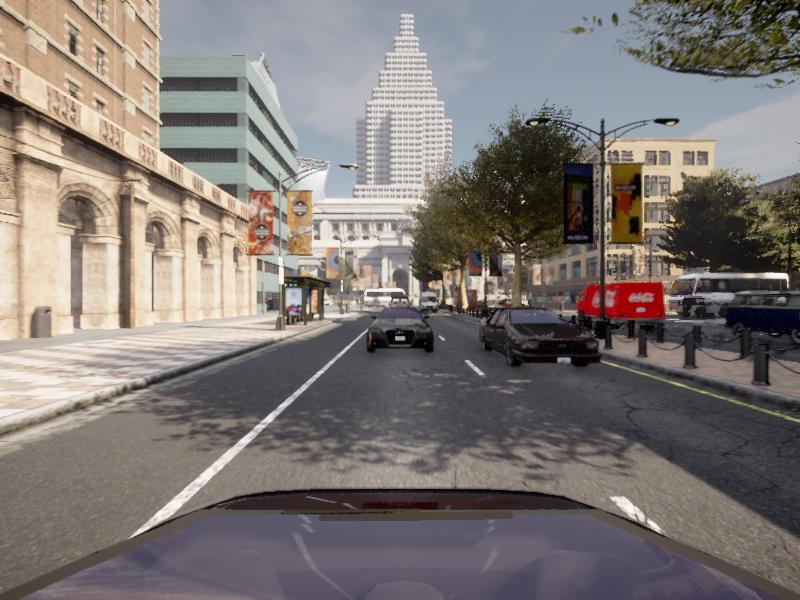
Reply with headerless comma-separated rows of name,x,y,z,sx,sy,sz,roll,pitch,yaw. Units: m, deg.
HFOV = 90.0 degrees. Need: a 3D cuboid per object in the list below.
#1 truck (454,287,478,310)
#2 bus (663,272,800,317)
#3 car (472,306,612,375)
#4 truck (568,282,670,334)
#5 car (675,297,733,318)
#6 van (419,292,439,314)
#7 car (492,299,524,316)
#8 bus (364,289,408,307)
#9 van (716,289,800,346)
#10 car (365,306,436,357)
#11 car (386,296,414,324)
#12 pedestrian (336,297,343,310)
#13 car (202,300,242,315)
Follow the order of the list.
truck,11.511,-0.290,70.983,2.891,3.827,8.468,0,0,0
bus,32.366,-0.516,39.418,10.273,4.253,3.944,0,0,-1
car,3.499,0.900,11.192,2.033,1.411,5.357,0,0,0
truck,11.501,0.366,21.611,2.627,2.467,5.204,0,0,0
car,27.176,0.661,35.788,3.866,1.878,1.905,0,0,-5
van,3.472,0.344,49.387,1.988,2.561,5.915,0,0,0
car,11.502,0.775,42.862,2.242,1.667,4.611,0,0,0
bus,-3.205,-0.496,94.921,10.273,4.253,3.944,0,0,0
van,15.001,0.608,15.634,1.775,1.987,4.442,0,0,0
car,0.002,0.914,13.357,1.994,1.385,4.181,0,0,0
car,0.003,0.659,28.993,1.905,1.878,3.866,0,0,0
pedestrian,-8.646,0.511,57.033,0.751,1.860,0.751,0,0,7
car,-19.314,0.777,43.659,2.161,1.482,4.786,0,0,0
